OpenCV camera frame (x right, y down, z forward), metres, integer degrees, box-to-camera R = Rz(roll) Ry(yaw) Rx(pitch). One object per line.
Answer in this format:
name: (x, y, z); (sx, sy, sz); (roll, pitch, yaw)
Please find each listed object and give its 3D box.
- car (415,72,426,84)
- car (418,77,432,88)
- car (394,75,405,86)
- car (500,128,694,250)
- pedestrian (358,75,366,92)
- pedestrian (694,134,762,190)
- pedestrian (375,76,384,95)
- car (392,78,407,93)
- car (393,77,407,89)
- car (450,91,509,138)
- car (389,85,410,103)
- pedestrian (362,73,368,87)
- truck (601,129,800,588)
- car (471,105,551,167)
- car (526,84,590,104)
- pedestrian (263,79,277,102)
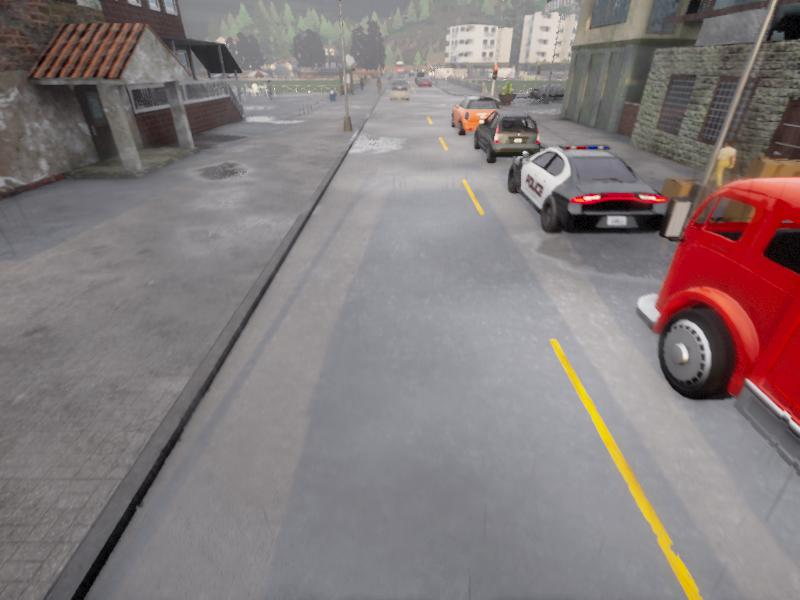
car: (3.932, -42.460, 76.488); (1.905, 1.878, 3.866); (0, 30, 0)
car: (3.961, -34.950, 64.203); (1.994, 1.385, 4.181); (-1, 30, -1)
car: (-0.065, -38.409, 69.969); (1.837, 1.490, 4.892); (0, 31, 0)
car: (3.986, -2.866, 9.351); (2.038, 1.542, 4.974); (0, 30, 0)
pedestrian: (-4.793, -27.278, 50.377); (0.751, 1.860, 0.751); (-6, 31, -10)
pedestrian: (8.783, -3.719, 10.782); (0.751, 1.300, 0.751); (0, 30, 0)
pedestrian: (-2.278, -23.953, 44.712); (0.751, 1.860, 0.751); (9, 32, 15)
car: (-0.051, -28.349, 52.815); (1.837, 1.490, 4.892); (0, 31, 0)
car: (-0.059, -32.927, 60.725); (2.033, 1.411, 5.357); (0, 30, 0)
car: (3.973, -9.723, 20.779); (2.097, 1.767, 4.553); (0, 30, 0)
car: (-0.040, -20.197, 39.122); (1.895, 1.301, 4.718); (0, 30, 0)
pedestrian: (-5.288, -33.563, 61.090); (0.751, 1.860, 0.751); (0, 30, 0)
truck: (3.989, 0.627, 2.462); (2.627, 2.467, 5.204); (0, 30, 0)
car: (3.982, -6.314, 15.152); (1.851, 1.617, 3.988); (0, 30, 0)
car: (14.562, -19.138, 37.115); (4.902, 1.511, 2.128); (0, 30, 1)
pedestrian: (-11.802, -19.071, 36.430); (0.751, 1.860, 0.751); (-16, 34, -25)
